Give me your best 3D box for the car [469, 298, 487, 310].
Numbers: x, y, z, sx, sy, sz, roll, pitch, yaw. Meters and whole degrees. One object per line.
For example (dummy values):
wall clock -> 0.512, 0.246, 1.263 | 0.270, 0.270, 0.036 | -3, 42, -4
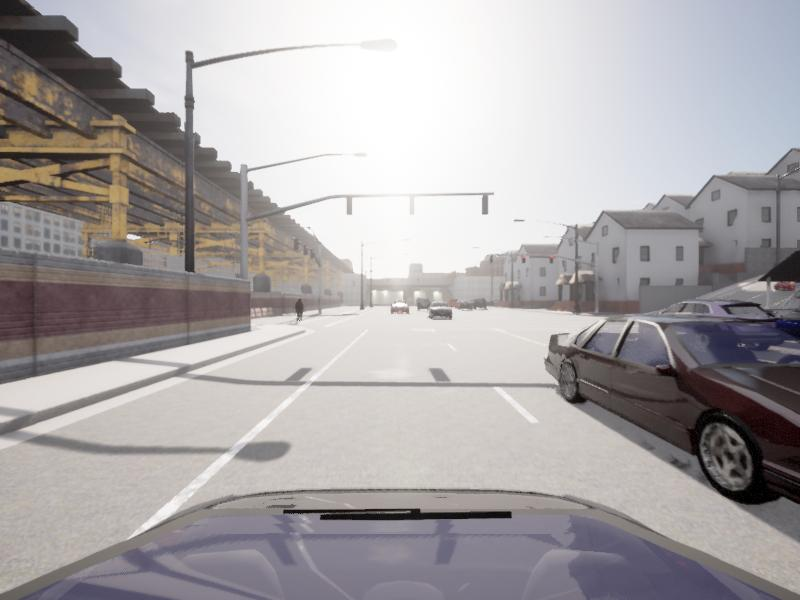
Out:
car -> 13.992, 0.656, 71.711 | 2.150, 2.045, 5.566 | 0, 0, 0

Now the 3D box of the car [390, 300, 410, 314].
car -> -0.001, 0.813, 47.770 | 2.242, 1.667, 4.611 | 0, 0, 0

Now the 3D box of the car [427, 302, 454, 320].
car -> 3.500, 0.888, 35.287 | 1.837, 1.490, 4.892 | 0, 0, 0

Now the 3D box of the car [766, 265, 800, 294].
car -> 35.015, -2.036, 34.653 | 4.514, 1.525, 2.007 | -19, 0, -1

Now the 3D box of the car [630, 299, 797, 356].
car -> 10.500, 0.795, 14.033 | 2.033, 1.649, 4.856 | 0, 0, 0

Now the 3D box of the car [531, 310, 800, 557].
car -> 3.503, 0.901, 4.889 | 2.033, 1.411, 5.357 | 0, 0, 0

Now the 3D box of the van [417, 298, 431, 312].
van -> 3.501, 0.670, 59.189 | 1.775, 1.987, 4.442 | 0, 0, 0

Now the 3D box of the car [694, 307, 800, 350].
car -> 13.897, 0.963, 15.313 | 1.895, 1.301, 4.718 | 0, 0, 1

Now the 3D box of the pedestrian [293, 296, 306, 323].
pedestrian -> -6.964, 0.671, 27.759 | 0.751, 1.860, 0.751 | 0, 0, 0
